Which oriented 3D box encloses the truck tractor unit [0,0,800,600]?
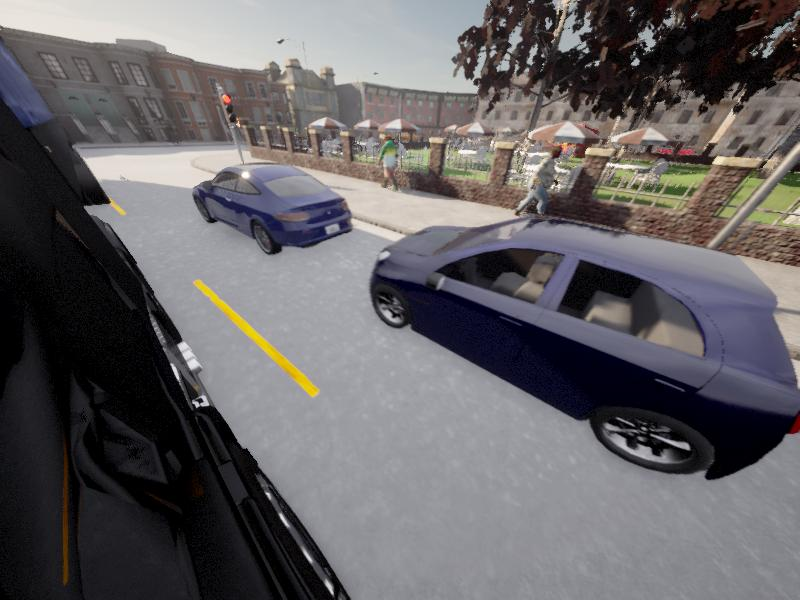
[{"bbox_3d":[-2.645,-0.295,0.352,6.516,4.208,3.053,28,44,30],"label":"truck tractor unit"}]

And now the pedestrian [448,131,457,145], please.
[{"bbox_3d":[8.390,-25.855,36.843,0.751,1.860,0.751,-23,44,-30],"label":"pedestrian"}]

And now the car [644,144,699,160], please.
[{"bbox_3d":[36.590,-20.136,31.349,4.514,1.525,2.007,26,43,28],"label":"car"}]

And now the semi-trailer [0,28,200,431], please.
[{"bbox_3d":[-8.629,-3.644,4.305,14.254,4.402,2.717,29,44,31],"label":"semi-trailer"}]

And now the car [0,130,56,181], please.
[{"bbox_3d":[-17.100,-5.848,9.164,4.514,1.525,2.007,13,38,14],"label":"car"}]

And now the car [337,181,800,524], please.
[{"bbox_3d":[1.311,-0.148,2.632,3.633,1.501,1.845,26,43,28],"label":"car"}]

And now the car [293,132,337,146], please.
[{"bbox_3d":[-10.360,-19.974,28.589,1.895,1.301,4.718,26,43,28],"label":"car"}]

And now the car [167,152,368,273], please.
[{"bbox_3d":[-3.136,-2.384,5.426,4.674,1.442,1.812,25,42,27],"label":"car"}]

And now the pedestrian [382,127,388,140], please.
[{"bbox_3d":[-2.766,-31.020,43.081,0.751,1.860,0.751,-24,44,-31],"label":"pedestrian"}]

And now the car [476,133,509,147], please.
[{"bbox_3d":[15.840,-27.532,39.715,4.605,1.855,1.932,26,43,28],"label":"car"}]

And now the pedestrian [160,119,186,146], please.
[{"bbox_3d":[-20.290,-14.971,20.654,0.751,1.860,0.751,-5,38,-10],"label":"pedestrian"}]

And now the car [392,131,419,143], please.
[{"bbox_3d":[0.986,-28.425,40.320,1.882,1.535,5.008,30,45,32],"label":"car"}]

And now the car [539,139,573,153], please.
[{"bbox_3d":[23.583,-23.412,35.002,3.806,1.475,1.970,25,42,27],"label":"car"}]

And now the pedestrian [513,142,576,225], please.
[{"bbox_3d":[3.887,-3.173,6.326,0.751,1.860,0.751,26,43,28],"label":"pedestrian"}]

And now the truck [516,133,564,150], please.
[{"bbox_3d":[23.443,-26.808,39.005,6.274,2.098,2.390,26,43,28],"label":"truck"}]

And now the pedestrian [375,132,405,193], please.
[{"bbox_3d":[-0.389,-5.186,8.763,0.751,1.860,0.751,31,45,33],"label":"pedestrian"}]
